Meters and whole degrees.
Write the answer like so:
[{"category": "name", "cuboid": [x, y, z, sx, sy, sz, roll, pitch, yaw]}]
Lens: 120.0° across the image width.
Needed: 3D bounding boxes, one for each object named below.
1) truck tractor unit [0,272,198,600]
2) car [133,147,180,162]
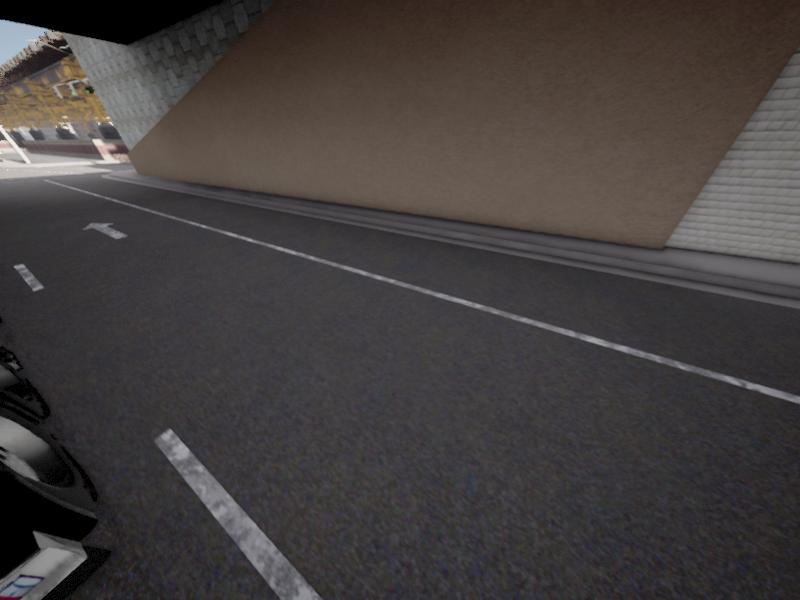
[{"category": "truck tractor unit", "cuboid": [-5.128, -0.283, 0.761, 6.516, 4.208, 3.053, 18, 39, 24]}, {"category": "car", "cuboid": [-32.529, -19.641, 31.095, 2.038, 1.542, 4.974, -9, 36, -12]}]
